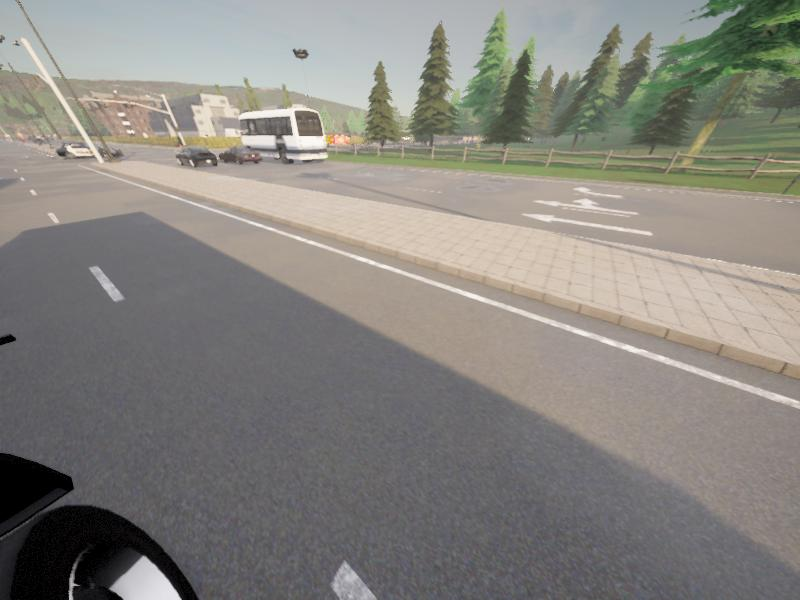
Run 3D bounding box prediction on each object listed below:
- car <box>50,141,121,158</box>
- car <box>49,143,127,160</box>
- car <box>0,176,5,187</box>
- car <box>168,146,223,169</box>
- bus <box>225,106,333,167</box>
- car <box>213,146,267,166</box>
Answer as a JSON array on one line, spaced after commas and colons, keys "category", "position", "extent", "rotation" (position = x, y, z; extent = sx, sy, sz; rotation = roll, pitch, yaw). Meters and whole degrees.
[{"category": "car", "position": [-39.760, -19.209, 29.440], "extent": [4.856, 1.649, 2.033], "rotation": [-9, 37, -13]}, {"category": "car", "position": [-36.261, -17.481, 27.097], "extent": [4.974, 1.542, 2.038], "rotation": [-18, 38, -24]}, {"category": "car", "position": [-21.752, -6.086, 10.971], "extent": [5.027, 1.651, 2.152], "rotation": [27, 43, 32]}, {"category": "car", "position": [-18.382, -12.901, 20.761], "extent": [4.892, 1.490, 1.837], "rotation": [22, 41, 27]}, {"category": "bus", "position": [-12.207, -16.376, 23.335], "extent": [10.273, 4.253, 3.944], "rotation": [22, 41, 27]}, {"category": "car", "position": [-15.837, -14.293, 22.837], "extent": [5.357, 1.411, 2.033], "rotation": [22, 41, 27]}]
